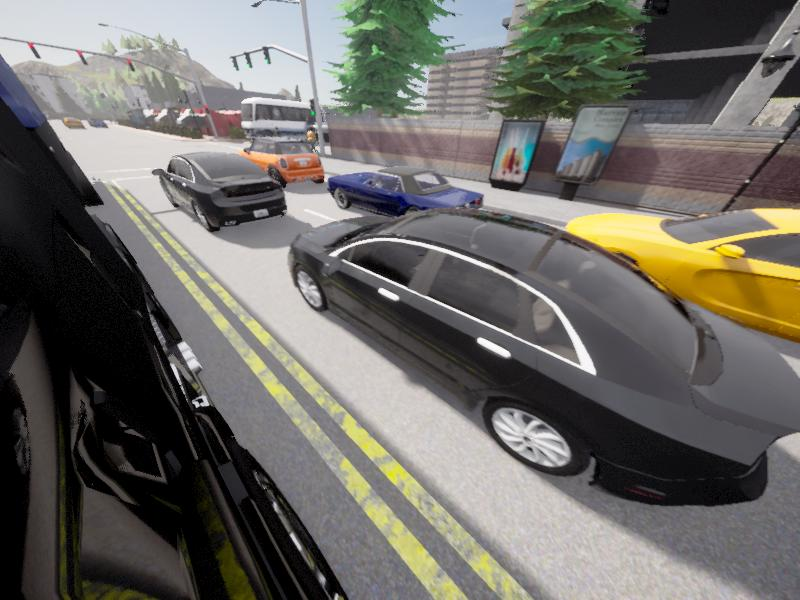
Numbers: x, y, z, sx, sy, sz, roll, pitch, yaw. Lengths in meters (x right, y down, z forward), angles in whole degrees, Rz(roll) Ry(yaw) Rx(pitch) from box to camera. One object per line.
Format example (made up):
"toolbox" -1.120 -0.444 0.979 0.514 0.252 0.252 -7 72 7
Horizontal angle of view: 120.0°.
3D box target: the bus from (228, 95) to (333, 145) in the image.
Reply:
"bus" -14.116 -22.156 28.864 3.944 4.253 10.273 28 43 30

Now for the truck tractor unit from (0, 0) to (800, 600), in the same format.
"truck tractor unit" -2.645 -0.295 0.352 6.516 4.208 3.053 28 44 30

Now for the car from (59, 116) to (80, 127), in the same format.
"car" -66.731 -36.019 46.618 5.008 1.535 1.882 28 44 30

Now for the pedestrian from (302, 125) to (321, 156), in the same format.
"pedestrian" -6.667 -12.008 17.453 0.751 1.860 0.751 27 43 29

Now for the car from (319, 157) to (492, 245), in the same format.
"car" -0.089 -3.202 6.850 4.718 1.301 1.895 28 44 30

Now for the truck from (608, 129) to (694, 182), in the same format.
"truck" 16.340 -9.743 15.383 2.615 2.467 5.204 28 44 30

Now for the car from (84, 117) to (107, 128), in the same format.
"car" -63.872 -37.267 48.393 4.856 1.649 2.033 28 44 30

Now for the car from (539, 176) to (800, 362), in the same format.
"car" 5.216 -0.478 3.316 5.008 1.535 1.882 28 44 30

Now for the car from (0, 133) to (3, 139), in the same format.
"car" -37.677 -15.153 20.353 5.366 1.575 1.801 29 44 31

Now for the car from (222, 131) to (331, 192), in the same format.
"car" -5.436 -6.251 10.198 4.553 1.767 2.097 28 44 30

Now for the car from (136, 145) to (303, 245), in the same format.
"car" -5.023 -3.174 6.345 4.892 1.490 1.837 28 43 30

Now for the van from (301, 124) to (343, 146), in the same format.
"van" -9.856 -21.125 29.591 2.069 2.038 4.480 24 42 26

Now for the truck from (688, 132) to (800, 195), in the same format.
"truck" 19.642 -7.992 13.235 2.615 2.467 5.204 28 44 30

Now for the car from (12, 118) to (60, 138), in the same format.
"car" -38.991 -18.508 24.858 4.792 1.488 2.163 28 44 30

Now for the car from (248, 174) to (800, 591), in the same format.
"car" 0.493 -0.242 2.747 4.892 1.490 1.837 28 44 30

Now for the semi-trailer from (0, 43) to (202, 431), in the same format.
"semi-trailer" -8.699 -3.596 4.237 14.254 4.402 2.717 28 44 30

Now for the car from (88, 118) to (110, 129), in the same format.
"car" -58.877 -34.548 45.176 4.193 1.474 1.816 28 44 30

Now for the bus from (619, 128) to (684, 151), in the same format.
"bus" 63.903 -41.131 59.187 10.273 4.253 3.944 28 43 30

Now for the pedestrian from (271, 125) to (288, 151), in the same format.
"pedestrian" -11.129 -14.952 21.350 0.751 1.860 0.751 29 44 30
